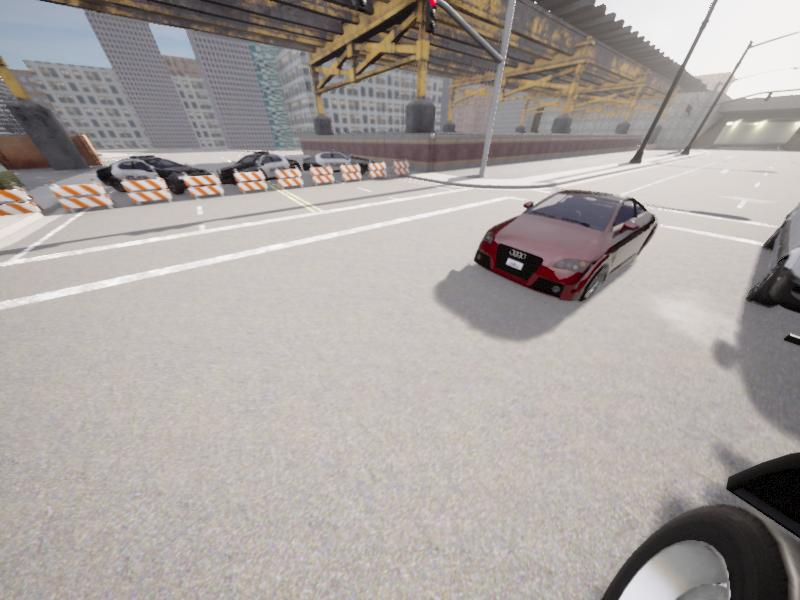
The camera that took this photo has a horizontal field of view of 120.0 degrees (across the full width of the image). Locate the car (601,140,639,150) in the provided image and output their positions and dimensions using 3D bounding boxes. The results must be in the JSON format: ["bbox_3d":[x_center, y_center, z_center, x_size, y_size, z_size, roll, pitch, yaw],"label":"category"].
[{"bbox_3d":[43.101,-30.465,45.384,4.974,1.542,2.038,4,35,7],"label":"car"}]

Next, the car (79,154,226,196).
[{"bbox_3d":[-12.086,-6.315,11.564,4.974,1.542,2.038,4,35,7],"label":"car"}]

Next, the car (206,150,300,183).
[{"bbox_3d":[-8.327,-8.035,13.700,1.853,1.218,4.536,10,37,15],"label":"car"}]

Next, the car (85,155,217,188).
[{"bbox_3d":[-12.138,-6.448,11.479,4.536,1.218,1.853,4,35,7],"label":"car"}]

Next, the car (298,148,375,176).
[{"bbox_3d":[-4.435,-10.060,16.815,4.974,1.542,2.038,-4,35,-6],"label":"car"}]

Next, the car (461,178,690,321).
[{"bbox_3d":[3.535,-1.421,4.706,4.181,1.385,1.994,-23,41,-28],"label":"car"}]

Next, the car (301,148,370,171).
[{"bbox_3d":[-4.487,-10.185,16.719,4.536,1.218,1.853,-4,35,-6],"label":"car"}]

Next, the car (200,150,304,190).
[{"bbox_3d":[-8.343,-7.878,13.751,2.038,1.542,4.974,10,37,15],"label":"car"}]

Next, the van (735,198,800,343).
[{"bbox_3d":[7.980,-1.269,3.446,5.915,2.561,1.988,-23,41,-28],"label":"van"}]
